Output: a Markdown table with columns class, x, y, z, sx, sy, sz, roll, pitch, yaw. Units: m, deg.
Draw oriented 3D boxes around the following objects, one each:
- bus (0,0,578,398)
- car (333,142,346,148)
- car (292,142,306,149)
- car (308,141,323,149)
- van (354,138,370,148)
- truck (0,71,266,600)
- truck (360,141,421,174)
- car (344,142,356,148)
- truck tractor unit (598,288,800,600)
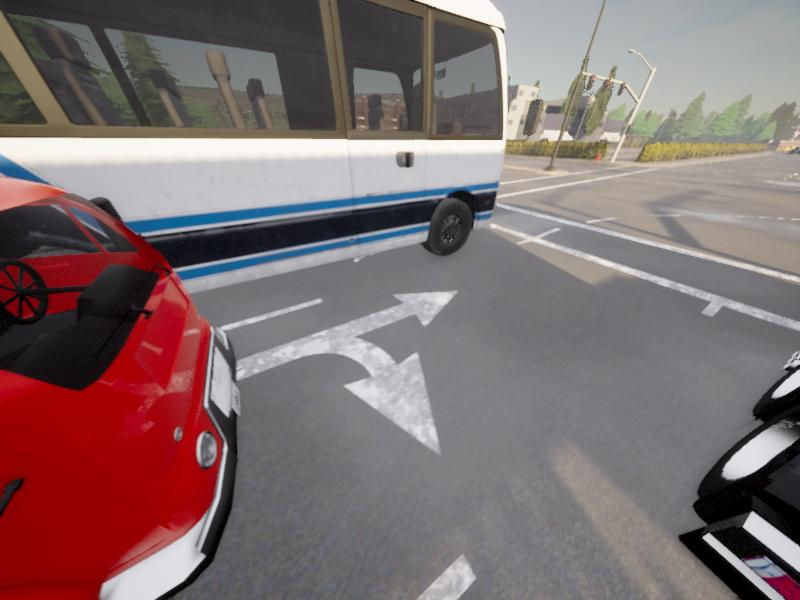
| class | x | y | z | sx | sy | sz | roll | pitch | yaw |
| --- | --- | --- | --- | --- | --- | --- | --- | --- | --- |
| bus | -2.677 | -2.540 | 3.889 | 10.273 | 4.253 | 3.944 | -19 | 39 | -25 |
| car | -17.305 | -44.366 | 66.067 | 2.038 | 1.542 | 4.974 | -19 | 39 | -25 |
| car | -26.366 | -40.258 | 60.094 | 2.038 | 1.542 | 4.974 | -19 | 39 | -25 |
| car | -21.733 | -39.759 | 59.342 | 2.033 | 1.649 | 4.856 | -19 | 39 | -25 |
| van | -11.307 | -46.775 | 68.798 | 2.351 | 2.431 | 6.366 | -19 | 39 | -25 |
| truck | -3.662 | 0.940 | 0.448 | 5.204 | 2.467 | 2.627 | -19 | 39 | -25 |
| truck | -0.999 | -12.549 | 20.135 | 2.390 | 2.098 | 6.274 | -19 | 39 | -25 |
| car | -14.709 | -45.731 | 68.128 | 1.812 | 1.442 | 4.674 | -19 | 39 | -25 |
| truck tractor unit | 5.151 | -0.260 | 0.718 | 6.516 | 4.208 | 3.053 | -17 | 38 | -22 |
